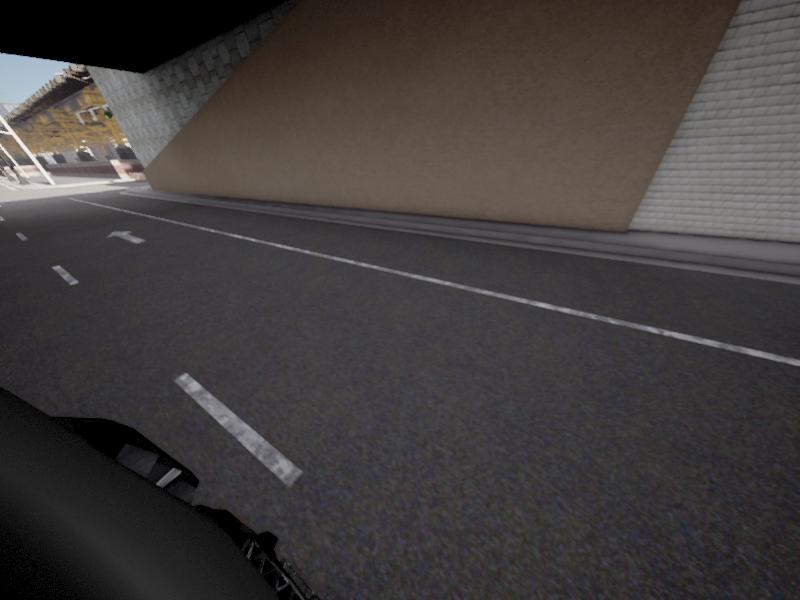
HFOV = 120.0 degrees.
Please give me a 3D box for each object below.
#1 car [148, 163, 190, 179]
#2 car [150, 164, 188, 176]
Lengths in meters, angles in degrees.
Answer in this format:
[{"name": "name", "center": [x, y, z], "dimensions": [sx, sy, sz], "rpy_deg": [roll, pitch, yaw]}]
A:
[{"name": "car", "center": [-32.754, -18.407, 32.954], "dimensions": [2.038, 1.542, 4.974], "rpy_deg": [-10, 34, -11]}, {"name": "car", "center": [-32.774, -18.566, 32.909], "dimensions": [1.853, 1.218, 4.536], "rpy_deg": [-10, 34, -11]}]
